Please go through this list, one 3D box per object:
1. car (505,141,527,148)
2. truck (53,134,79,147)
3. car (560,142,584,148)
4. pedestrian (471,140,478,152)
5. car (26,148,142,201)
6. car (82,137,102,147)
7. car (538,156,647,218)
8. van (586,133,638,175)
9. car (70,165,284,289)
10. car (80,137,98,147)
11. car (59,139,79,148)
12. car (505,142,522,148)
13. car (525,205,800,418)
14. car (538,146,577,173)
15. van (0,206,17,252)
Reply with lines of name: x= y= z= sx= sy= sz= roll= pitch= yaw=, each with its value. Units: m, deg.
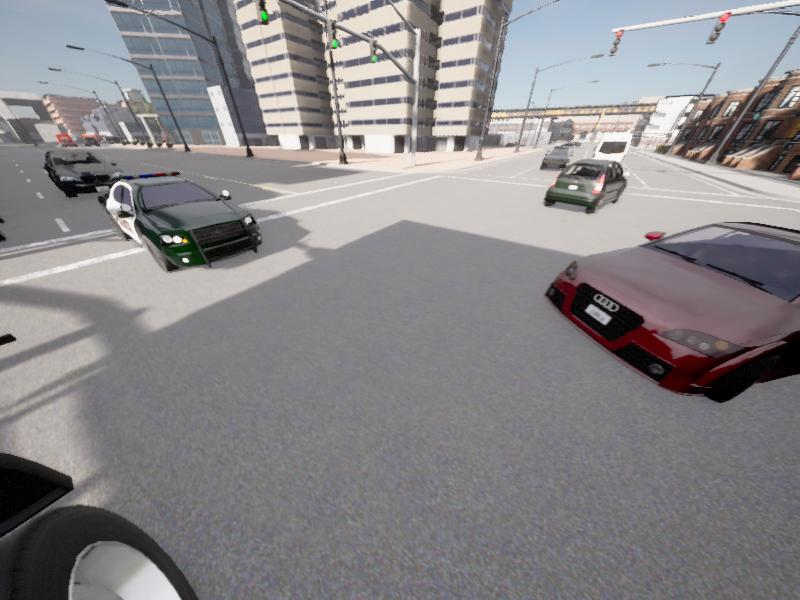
car: x=33.823 y=-45.301 z=67.222 sx=5.238 sy=1.638 sz=1.930 roll=20 pitch=40 yaw=27
truck: x=-80.044 y=-38.318 z=55.429 sx=5.204 sy=2.467 sz=2.627 roll=28 pitch=44 yaw=32
car: x=48.081 y=-43.516 z=64.777 sx=2.128 sy=1.511 sz=4.902 roll=-14 pitch=37 yaw=-20
pedestrian: x=14.082 y=-29.223 z=43.733 sx=0.751 sy=1.860 sz=0.751 roll=-26 pitch=43 yaw=-33
car: x=-15.019 y=-6.117 z=10.998 sx=4.611 sy=1.667 sz=2.242 roll=22 pitch=41 yaw=28
car: x=-71.490 y=-36.592 z=53.556 sx=3.866 sy=1.878 sz=1.905 roll=25 pitch=42 yaw=31
car: x=7.612 y=-4.641 z=9.161 sx=3.988 sy=1.617 sz=1.851 roll=-25 pitch=42 yaw=-31
van: x=17.462 y=-12.282 z=19.272 sx=1.988 sy=2.561 sz=5.915 roll=23 pitch=41 yaw=28
car: x=-5.389 y=-2.136 z=5.564 sx=4.974 sy=1.542 sz=2.038 roll=22 pitch=41 yaw=28
car: x=-77.194 y=-39.291 z=57.332 sx=4.605 sy=1.855 sz=1.932 roll=27 pitch=43 yaw=33
car: x=-74.067 y=-35.064 z=51.660 sx=3.988 sy=1.617 sz=1.851 roll=25 pitch=42 yaw=31
car: x=31.839 y=-43.545 z=64.931 sx=3.806 sy=1.475 sz=1.970 roll=20 pitch=40 yaw=27
car: x=4.361 y=-0.196 z=3.036 sx=4.181 sy=1.385 sz=1.994 roll=-7 pitch=36 yaw=-10
car: x=13.698 y=-12.244 z=19.964 sx=1.930 sy=1.638 sz=5.238 roll=22 pitch=41 yaw=28
van: x=-11.612 y=-2.388 z=5.469 sx=4.442 sy=1.987 sz=1.775 roll=22 pitch=41 yaw=28
